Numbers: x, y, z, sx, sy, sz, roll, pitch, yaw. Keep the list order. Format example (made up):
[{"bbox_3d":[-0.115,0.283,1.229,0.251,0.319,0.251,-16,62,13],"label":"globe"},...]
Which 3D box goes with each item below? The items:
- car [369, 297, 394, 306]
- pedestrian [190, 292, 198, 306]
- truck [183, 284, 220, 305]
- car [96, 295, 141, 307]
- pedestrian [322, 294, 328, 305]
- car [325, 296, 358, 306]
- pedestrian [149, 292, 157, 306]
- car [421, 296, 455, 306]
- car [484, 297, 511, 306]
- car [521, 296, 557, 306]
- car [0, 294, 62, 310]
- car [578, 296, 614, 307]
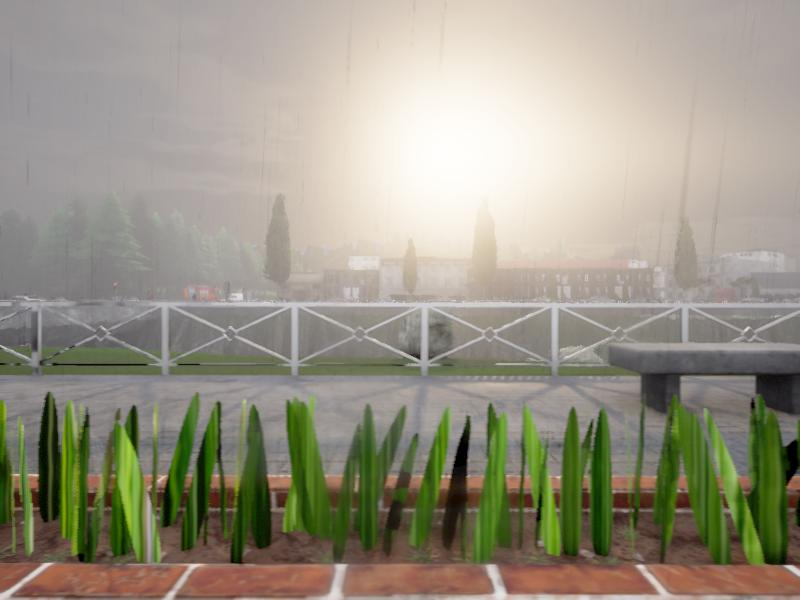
[{"bbox_3d":[-2.960,0.249,64.361,3.806,1.475,1.970,0,0,0],"label":"car"},{"bbox_3d":[-27.714,-0.100,53.903,0.751,1.860,0.751,0,0,-4],"label":"pedestrian"},{"bbox_3d":[-37.734,-0.974,76.580,2.891,3.827,8.468,0,0,0],"label":"truck"},{"bbox_3d":[-40.521,0.125,57.742,2.033,1.649,4.856,-1,-1,27],"label":"car"},{"bbox_3d":[-12.528,-0.083,66.902,0.751,1.860,0.751,0,0,-39],"label":"pedestrian"},{"bbox_3d":[-9.365,0.168,64.373,5.027,1.651,2.152,0,0,0],"label":"car"},{"bbox_3d":[-31.910,-0.107,51.680,0.751,1.860,0.751,0,0,-14],"label":"pedestrian"},{"bbox_3d":[6.028,0.179,64.342,5.238,1.638,1.930,0,0,0],"label":"car"},{"bbox_3d":[15.608,0.273,64.318,3.806,1.475,1.970,0,0,0],"label":"car"},{"bbox_3d":[22.304,0.200,64.302,5.238,1.638,1.930,0,0,0],"label":"car"},{"bbox_3d":[-37.839,0.177,41.113,2.038,1.542,4.974,0,0,0],"label":"car"},{"bbox_3d":[31.452,0.209,64.284,4.856,1.649,2.033,0,0,0],"label":"car"}]
